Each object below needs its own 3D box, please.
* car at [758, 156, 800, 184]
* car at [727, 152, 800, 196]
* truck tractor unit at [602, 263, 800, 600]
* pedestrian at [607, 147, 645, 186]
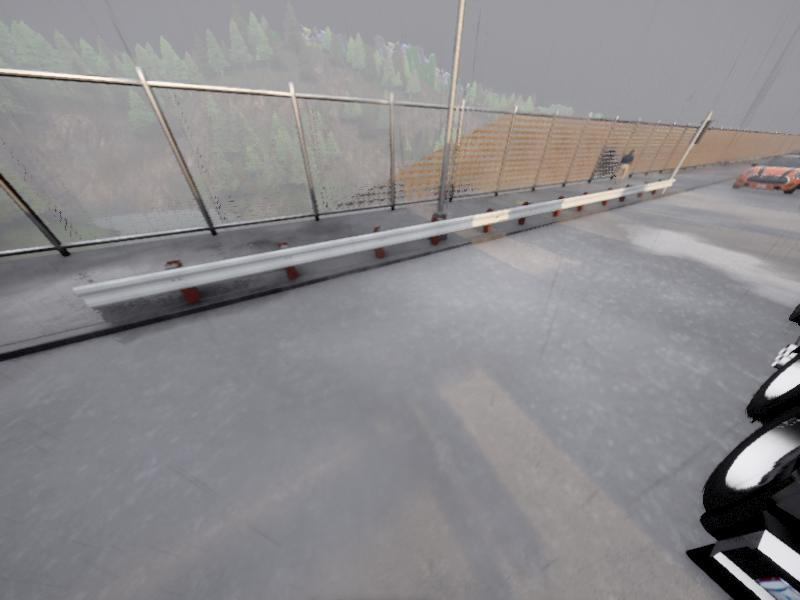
[{"bbox_3d":[27.683,-9.117,16.156,4.181,1.385,1.994,-18,39,-25],"label":"car"},{"bbox_3d":[21.348,-7.206,12.980,4.553,1.767,2.097,-18,39,-24],"label":"car"},{"bbox_3d":[5.108,-0.304,0.783,6.516,4.208,3.053,-18,39,-24],"label":"truck tractor unit"},{"bbox_3d":[13.121,-7.773,13.440,0.751,1.860,0.751,-23,41,-30],"label":"pedestrian"}]
